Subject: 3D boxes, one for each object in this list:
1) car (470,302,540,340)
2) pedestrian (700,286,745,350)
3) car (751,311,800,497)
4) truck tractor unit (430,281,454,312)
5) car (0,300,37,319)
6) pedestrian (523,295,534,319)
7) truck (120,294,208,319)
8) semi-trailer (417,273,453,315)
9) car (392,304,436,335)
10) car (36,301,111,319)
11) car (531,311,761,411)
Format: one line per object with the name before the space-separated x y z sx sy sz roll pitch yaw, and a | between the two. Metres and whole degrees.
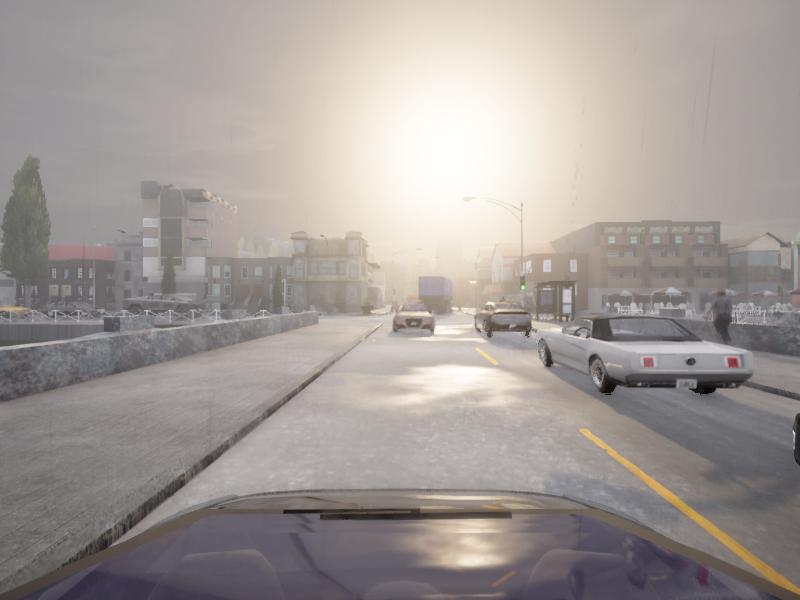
car | 4.593 0.836 18.348 2.128 1.511 4.902 0 0 3
pedestrian | 9.698 0.533 12.045 0.751 1.860 0.751 0 0 2
car | 4.079 0.844 1.222 1.837 1.490 4.892 0 0 2
truck tractor unit | 5.950 -0.520 57.310 3.053 4.208 6.516 0 0 2
car | -35.539 0.801 35.340 5.366 1.575 1.801 0 0 2
pedestrian | 10.233 0.533 31.764 0.751 1.860 0.751 0 0 24
truck | -20.415 0.542 34.832 6.274 2.098 2.390 0 0 2
semi-trailer | 4.664 -0.619 49.524 2.717 4.402 14.254 0 0 12
car | 0.706 0.907 20.546 1.994 1.385 4.181 0 0 2
car | -28.550 0.836 35.105 4.902 1.511 2.128 0 0 2
car | 4.308 0.944 8.122 1.895 1.301 4.718 0 0 2
